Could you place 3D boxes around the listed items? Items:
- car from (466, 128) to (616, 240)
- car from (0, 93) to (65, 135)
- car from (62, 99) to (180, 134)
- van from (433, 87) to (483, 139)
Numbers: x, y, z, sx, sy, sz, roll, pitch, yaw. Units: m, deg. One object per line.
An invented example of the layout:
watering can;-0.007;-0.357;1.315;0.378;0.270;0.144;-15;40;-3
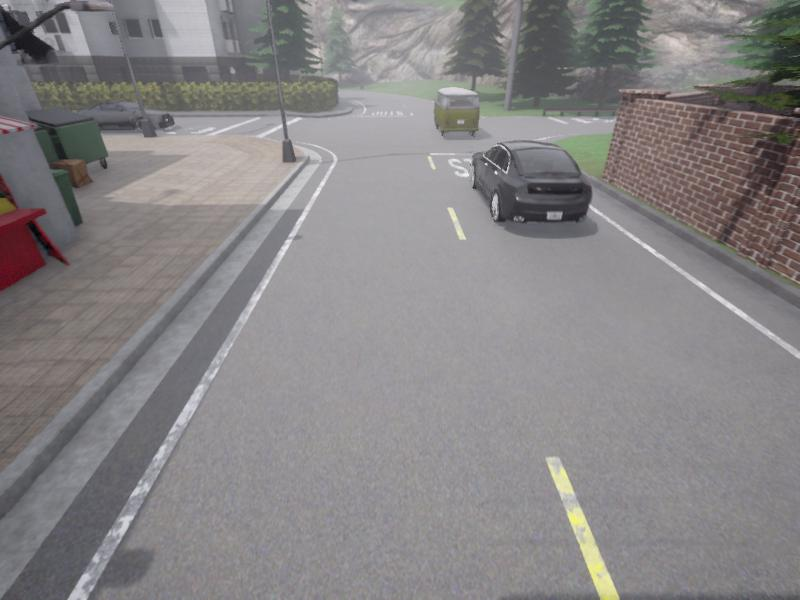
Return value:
car;2.979;-3.083;9.778;1.837;1.490;4.892;-1;30;-1
car;-19.940;-9.175;19.659;4.611;1.667;2.242;-1;30;-2
car;-13.695;-9.151;19.918;4.181;1.385;1.994;-1;30;-2
van;2.758;-9.507;20.159;1.775;1.987;4.442;-1;30;-1
